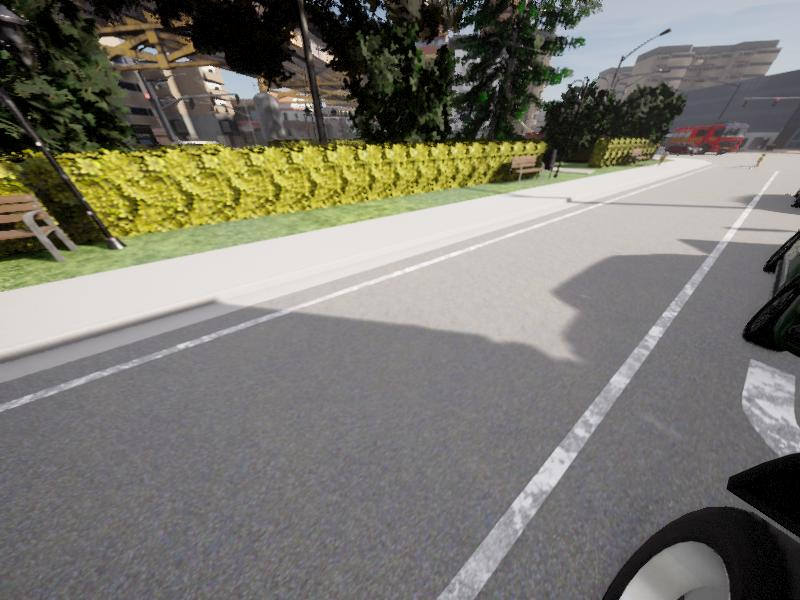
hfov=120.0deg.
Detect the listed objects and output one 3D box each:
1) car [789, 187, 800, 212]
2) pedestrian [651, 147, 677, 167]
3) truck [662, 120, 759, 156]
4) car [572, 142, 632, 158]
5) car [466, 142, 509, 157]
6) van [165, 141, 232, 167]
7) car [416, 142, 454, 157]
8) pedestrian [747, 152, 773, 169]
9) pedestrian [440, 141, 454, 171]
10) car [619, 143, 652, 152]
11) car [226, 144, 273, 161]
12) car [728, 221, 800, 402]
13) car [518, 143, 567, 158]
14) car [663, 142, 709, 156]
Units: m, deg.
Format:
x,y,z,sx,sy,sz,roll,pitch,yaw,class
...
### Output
x,y,z,sx,sy,sz,roll,pitch,yaw,class
16.568,-4.188,8.458,4.674,1.442,1.812,-22,41,-28,car
21.605,-11.714,18.916,0.751,1.300,0.751,-20,40,-25,pedestrian
44.042,-23.404,33.509,2.891,3.827,8.468,6,35,8,truck
25.421,-19.062,29.329,5.027,1.651,2.152,6,36,9,car
11.775,-20.487,31.465,5.027,1.651,2.152,6,36,9,car
-19.987,-14.798,23.297,2.069,2.038,4.480,6,36,9,van
4.924,-21.205,32.541,5.027,1.651,2.152,6,36,9,car
28.876,-11.207,18.562,0.500,1.100,0.500,-3,35,-4,pedestrian
3.446,-10.656,17.084,0.751,1.860,0.751,3,35,5,pedestrian
42.089,-27.391,41.428,1.994,1.385,4.181,6,35,9,car
-18.708,-18.644,29.142,1.801,1.575,5.366,6,36,9,car
6.719,-0.411,2.695,5.566,2.045,2.150,-21,40,-28,car
18.607,-19.716,30.437,4.792,1.488,2.163,6,36,9,car
40.139,-21.284,32.538,1.970,1.475,3.806,6,35,8,car
